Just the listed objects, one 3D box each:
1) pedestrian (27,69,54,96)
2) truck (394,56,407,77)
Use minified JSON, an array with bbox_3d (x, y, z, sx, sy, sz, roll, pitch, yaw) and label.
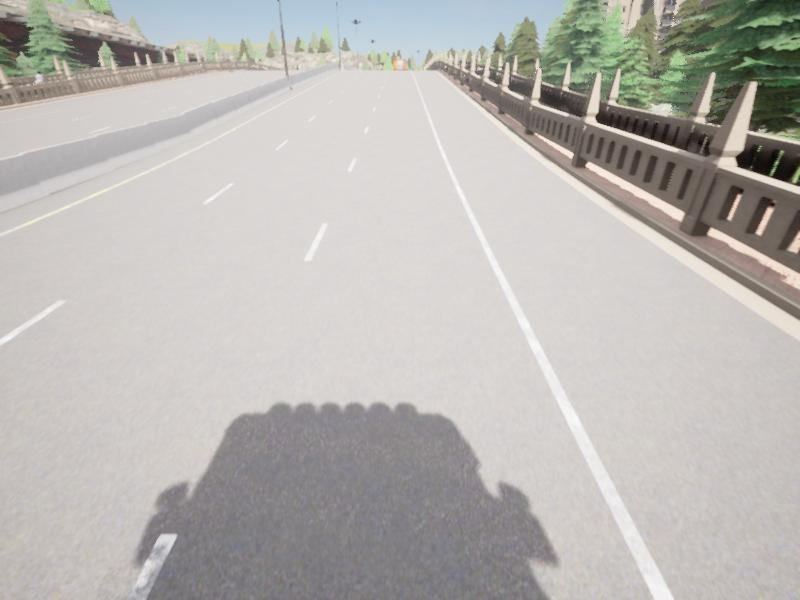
[{"bbox_3d":[-28.465,-17.186,31.715,0.751,1.860,0.751,0,26,0],"label":"pedestrian"},{"bbox_3d":[0.042,-54.376,93.469,2.891,3.827,8.468,0,27,0],"label":"truck"}]
